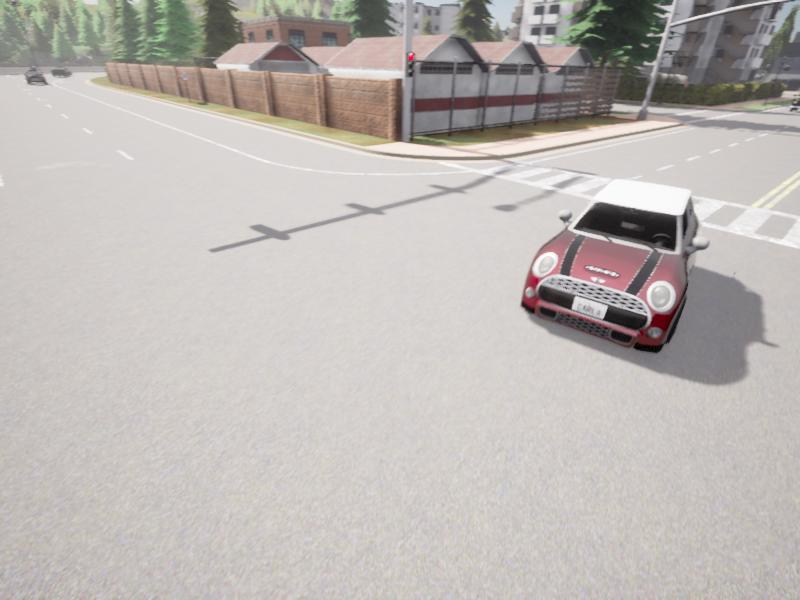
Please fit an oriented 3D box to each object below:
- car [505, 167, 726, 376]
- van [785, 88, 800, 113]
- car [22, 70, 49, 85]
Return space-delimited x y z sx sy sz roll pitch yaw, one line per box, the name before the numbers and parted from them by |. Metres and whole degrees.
car | 3.424 -0.819 6.116 1.970 1.475 3.806 21 36 30
van | 39.445 -19.255 38.637 4.480 2.038 2.069 -23 38 -35
car | -46.375 -28.316 50.825 2.038 1.542 4.974 -21 37 -34
